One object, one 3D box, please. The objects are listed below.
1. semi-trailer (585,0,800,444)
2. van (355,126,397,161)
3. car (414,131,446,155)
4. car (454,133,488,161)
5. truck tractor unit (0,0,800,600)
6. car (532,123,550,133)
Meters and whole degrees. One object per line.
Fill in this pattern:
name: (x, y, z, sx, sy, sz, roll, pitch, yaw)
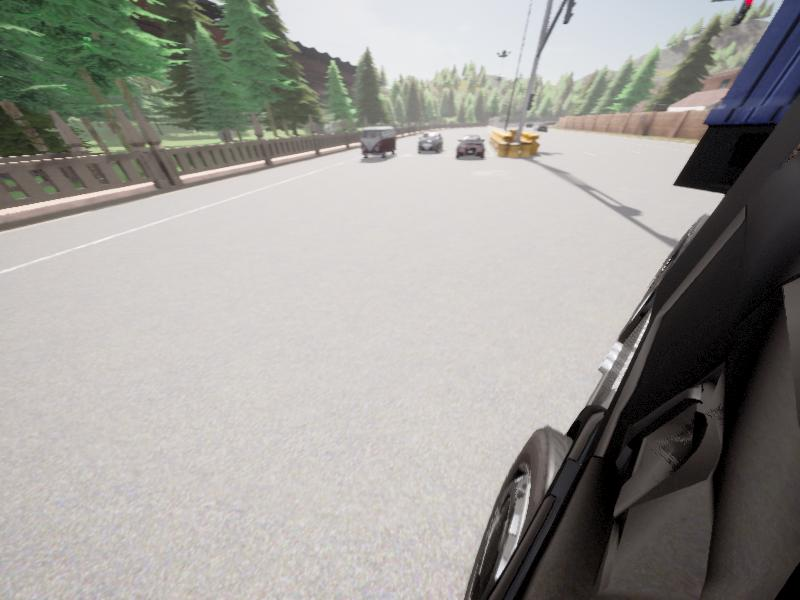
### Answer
semi-trailer: (9.934, -2.150, 2.327, 14.254, 4.402, 2.717, -10, 37, -10)
van: (-1.678, -12.259, 18.014, 1.775, 1.987, 4.442, 8, 38, 12)
car: (2.779, -14.230, 20.812, 2.128, 1.511, 4.902, 8, 38, 12)
car: (5.264, -11.471, 17.226, 1.994, 1.385, 4.181, 8, 38, 12)
truck tractor unit: (2.645, -0.295, 0.351, 6.516, 4.208, 3.053, -28, 44, -30)
car: (29.559, -36.254, 48.564, 2.038, 1.542, 4.974, 8, 38, 12)
